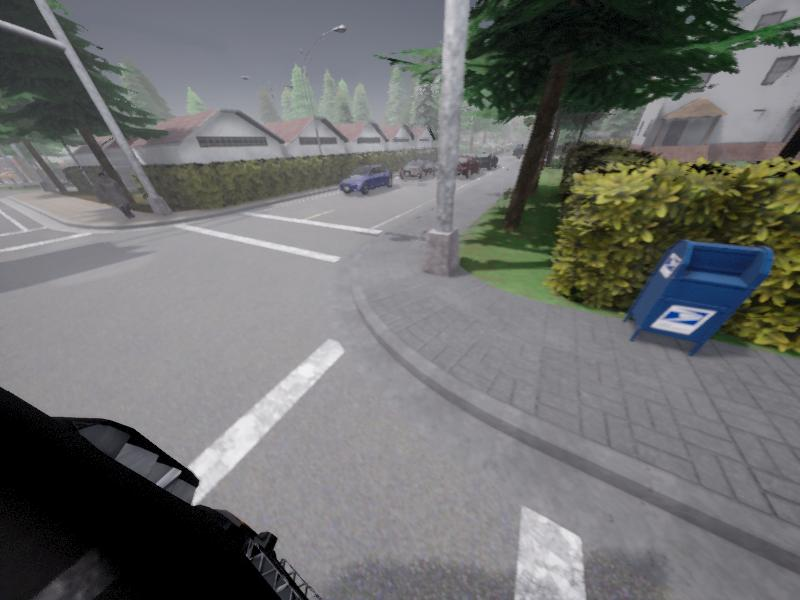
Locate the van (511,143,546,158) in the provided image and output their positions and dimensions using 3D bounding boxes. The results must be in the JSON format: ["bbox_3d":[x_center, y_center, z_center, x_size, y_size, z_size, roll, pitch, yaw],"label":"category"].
[{"bbox_3d":[21.014,-24.493,37.881,4.442,1.987,1.775,16,38,27],"label":"van"}]

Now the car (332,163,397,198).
[{"bbox_3d":[-2.107,-7.839,14.949,1.816,1.474,4.193,16,38,26],"label":"car"}]

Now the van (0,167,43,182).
[{"bbox_3d":[-72.891,-24.104,44.225,1.775,1.987,4.442,16,38,26],"label":"van"}]

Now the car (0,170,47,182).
[{"bbox_3d":[-70.004,-22.904,42.612,1.882,1.535,5.008,16,38,26],"label":"car"}]

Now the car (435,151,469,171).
[{"bbox_3d":[5.982,-15.847,26.299,2.152,1.651,5.027,16,38,26],"label":"car"}]

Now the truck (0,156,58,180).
[{"bbox_3d":[-81.353,-28.114,49.225,2.891,3.827,8.468,16,38,26],"label":"truck"}]

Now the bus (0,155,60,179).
[{"bbox_3d":[-87.182,-30.115,52.283,3.944,4.253,10.273,16,38,26],"label":"bus"}]

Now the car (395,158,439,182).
[{"bbox_3d":[1.577,-11.383,20.120,1.994,1.385,4.181,17,38,27],"label":"car"}]

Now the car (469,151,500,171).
[{"bbox_3d":[9.195,-15.078,24.978,1.882,1.535,5.008,16,38,26],"label":"car"}]

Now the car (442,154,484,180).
[{"bbox_3d":[5.460,-11.433,19.755,1.882,1.535,5.008,16,38,26],"label":"car"}]

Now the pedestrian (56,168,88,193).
[{"bbox_3d":[-28.859,-10.546,20.340,0.751,1.860,0.751,18,39,28],"label":"pedestrian"}]

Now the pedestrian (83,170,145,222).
[{"bbox_3d":[-11.978,-4.389,9.747,0.751,1.860,0.751,16,38,26],"label":"pedestrian"}]

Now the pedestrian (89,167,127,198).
[{"bbox_3d":[-20.381,-8.249,16.184,0.751,1.860,0.751,16,38,26],"label":"pedestrian"}]
